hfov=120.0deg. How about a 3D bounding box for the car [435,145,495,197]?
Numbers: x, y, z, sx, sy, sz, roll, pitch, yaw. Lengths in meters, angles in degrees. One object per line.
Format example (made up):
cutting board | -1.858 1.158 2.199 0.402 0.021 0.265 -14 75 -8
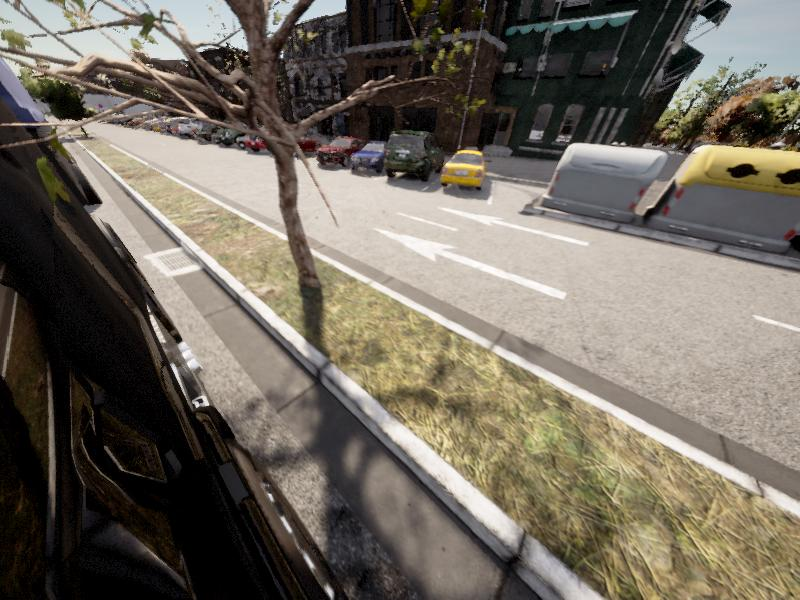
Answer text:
car | 3.362 -6.533 11.296 1.946 1.575 5.366 14 37 15

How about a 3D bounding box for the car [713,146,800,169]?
car | 39.407 -15.780 25.562 5.366 1.575 1.946 15 39 15

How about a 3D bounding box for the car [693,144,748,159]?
car | 53.067 -24.716 38.438 4.892 1.521 2.231 15 39 14

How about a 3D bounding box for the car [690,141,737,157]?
car | 56.815 -27.488 42.010 4.442 1.987 1.878 15 39 15

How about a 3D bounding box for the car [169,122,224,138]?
car | -26.669 -22.446 30.569 2.097 1.535 5.008 14 38 14

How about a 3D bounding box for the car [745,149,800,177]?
car | 32.053 -10.565 18.106 5.366 1.575 1.946 15 39 14

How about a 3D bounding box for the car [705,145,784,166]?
car | 43.259 -18.345 29.250 5.366 1.575 1.946 15 39 15

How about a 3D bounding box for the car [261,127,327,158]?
car | -8.247 -12.690 18.571 2.185 1.767 4.553 14 37 15

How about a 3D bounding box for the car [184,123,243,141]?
car | -22.059 -19.988 27.596 2.097 1.535 5.008 14 38 14

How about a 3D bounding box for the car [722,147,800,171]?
car | 37.653 -14.448 23.674 5.008 1.535 2.097 15 39 15

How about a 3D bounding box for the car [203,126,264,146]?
car | -17.461 -17.488 24.616 2.163 1.488 4.792 14 38 14

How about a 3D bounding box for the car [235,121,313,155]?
car | -10.530 -14.023 19.988 2.435 2.045 5.566 14 38 14

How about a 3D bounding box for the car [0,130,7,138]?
car | -36.594 -13.653 18.183 1.946 1.575 5.366 14 39 15

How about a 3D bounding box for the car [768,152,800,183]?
car | 28.022 -8.042 14.463 4.892 1.521 2.231 15 39 15

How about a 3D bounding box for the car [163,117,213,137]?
car | -29.002 -23.793 31.830 1.878 1.987 4.442 14 38 14

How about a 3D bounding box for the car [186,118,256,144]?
car | -19.741 -18.977 25.983 2.435 2.045 5.566 14 37 14

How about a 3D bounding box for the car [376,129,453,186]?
car | 1.003 -7.878 12.540 2.435 2.045 5.566 14 37 15

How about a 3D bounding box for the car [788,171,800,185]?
car | 26.098 -6.727 12.641 4.674 1.452 2.002 15 39 14

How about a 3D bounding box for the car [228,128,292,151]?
car | -12.851 -15.029 21.643 2.163 1.488 4.792 14 38 14

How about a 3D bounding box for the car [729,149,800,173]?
car | 35.700 -13.151 21.857 4.792 1.488 2.163 15 39 15

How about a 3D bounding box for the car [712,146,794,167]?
car | 41.510 -17.020 27.371 5.008 1.535 2.097 15 39 14

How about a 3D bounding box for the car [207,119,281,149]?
car | -15.139 -16.485 22.964 2.435 2.045 5.566 14 38 14

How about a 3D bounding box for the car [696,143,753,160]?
car | 51.116 -23.540 36.521 4.553 1.767 2.185 15 39 15

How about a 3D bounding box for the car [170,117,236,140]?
car | -24.349 -21.434 28.955 2.435 2.045 5.566 14 37 14

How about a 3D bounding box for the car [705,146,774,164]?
car | 45.386 -19.557 31.073 4.792 1.488 2.163 15 39 14

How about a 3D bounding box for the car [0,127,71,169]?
car | -18.708 -7.690 11.557 4.181 1.385 1.994 28 44 30

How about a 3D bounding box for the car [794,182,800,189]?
car | 24.160 -5.677 10.620 5.566 2.045 2.435 15 39 15

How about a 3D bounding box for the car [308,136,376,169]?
car | -3.628 -10.134 15.679 2.097 1.535 5.008 15 38 14

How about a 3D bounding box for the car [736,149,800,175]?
car | 33.799 -11.885 19.990 4.892 1.521 2.231 15 39 15

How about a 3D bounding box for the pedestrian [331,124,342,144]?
pedestrian | -7.587 -19.724 27.521 0.751 1.860 0.751 27 43 26

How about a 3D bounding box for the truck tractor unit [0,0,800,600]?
truck tractor unit | -2.645 -0.295 0.351 6.516 4.208 3.053 28 44 30

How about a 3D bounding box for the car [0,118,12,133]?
car | -43.508 -17.373 22.277 2.435 2.045 5.566 14 39 14

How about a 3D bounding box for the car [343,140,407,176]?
car | -1.319 -8.860 14.194 2.002 1.452 4.674 15 38 14

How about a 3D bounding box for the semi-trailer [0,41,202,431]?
semi-trailer | -8.702 -3.603 4.220 14.254 4.402 2.717 28 44 30

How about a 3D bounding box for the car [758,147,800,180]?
car | 29.930 -9.432 16.238 4.553 1.767 2.185 15 38 15
